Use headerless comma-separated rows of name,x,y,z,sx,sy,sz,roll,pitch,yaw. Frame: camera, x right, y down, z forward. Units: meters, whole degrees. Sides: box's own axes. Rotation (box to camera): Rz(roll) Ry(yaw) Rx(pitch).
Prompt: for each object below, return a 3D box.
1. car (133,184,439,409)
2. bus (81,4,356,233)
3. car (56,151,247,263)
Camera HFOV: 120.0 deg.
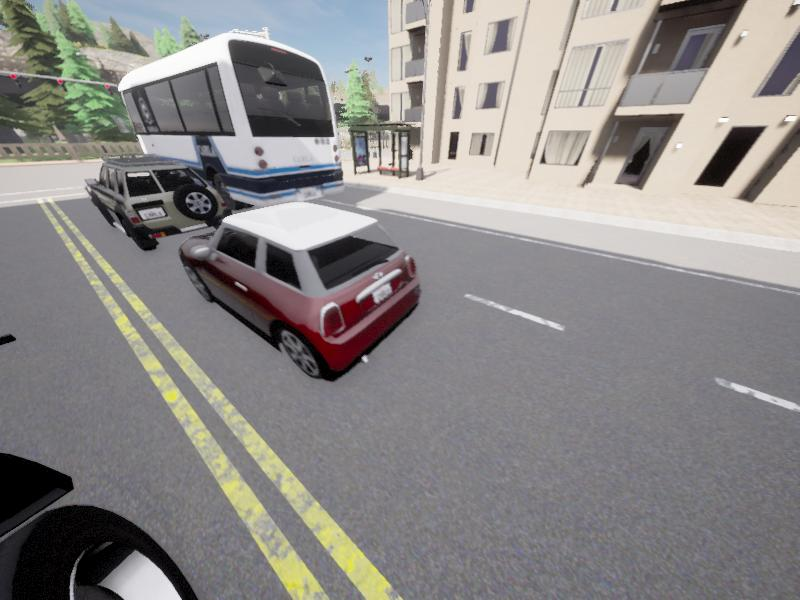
car,-1.655,-0.599,3.465,3.806,1.475,1.970,22,41,28
bus,-7.117,-6.342,9.164,10.273,4.253,3.944,22,41,28
car,-6.580,-2.775,6.163,4.605,1.855,1.932,22,41,28
